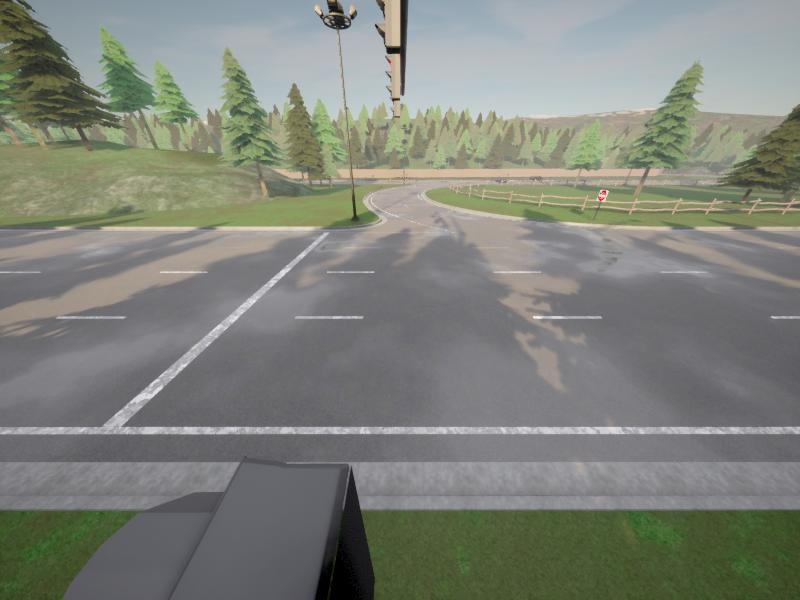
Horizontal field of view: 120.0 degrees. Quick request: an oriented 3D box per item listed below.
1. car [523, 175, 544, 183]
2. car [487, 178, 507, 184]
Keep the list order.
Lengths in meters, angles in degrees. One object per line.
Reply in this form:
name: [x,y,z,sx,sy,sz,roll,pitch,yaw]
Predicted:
car: [38.687,-35.142,66.997,4.605,1.855,1.932,0,30,0]
car: [25.575,-31.408,61.014,4.181,1.385,1.994,0,30,0]
